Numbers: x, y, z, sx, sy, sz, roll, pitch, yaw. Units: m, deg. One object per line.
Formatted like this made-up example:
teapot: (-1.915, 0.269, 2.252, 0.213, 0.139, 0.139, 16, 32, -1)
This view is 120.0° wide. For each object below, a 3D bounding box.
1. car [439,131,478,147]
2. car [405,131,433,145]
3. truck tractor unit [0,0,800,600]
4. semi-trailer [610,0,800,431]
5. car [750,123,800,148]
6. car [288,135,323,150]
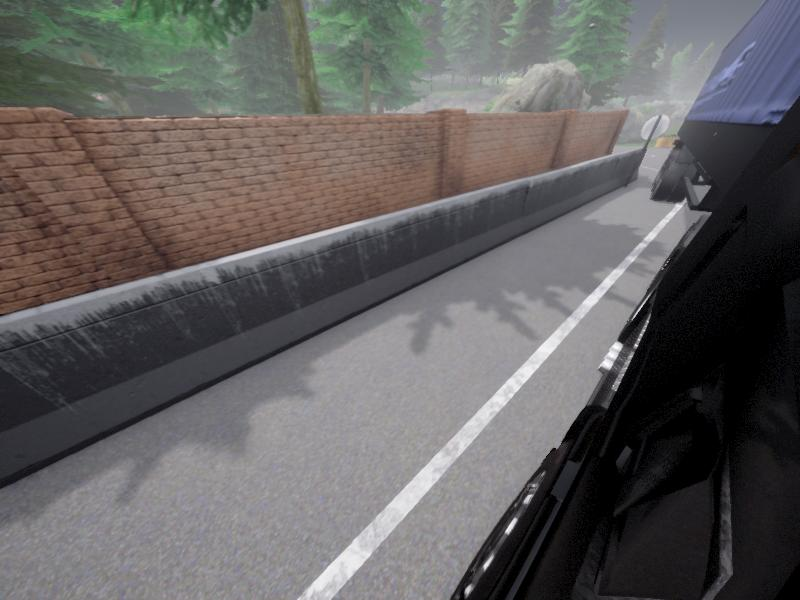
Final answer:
car: (6.936, -19.568, 28.046, 1.994, 1.385, 4.181, -26, 43, -28)
car: (2.651, -22.731, 32.420, 1.789, 1.549, 3.705, -27, 43, -29)
truck tractor unit: (2.645, -0.295, 0.352, 6.516, 4.208, 3.053, -28, 44, -30)
semi-trailer: (8.120, -3.940, 4.731, 2.717, 4.402, 14.254, 27, 46, 33)
car: (28.901, -12.585, 17.631, 4.718, 1.301, 1.895, -27, 43, -29)
car: (-15.642, -26.190, 38.417, 2.033, 1.649, 4.856, 29, 49, 34)
